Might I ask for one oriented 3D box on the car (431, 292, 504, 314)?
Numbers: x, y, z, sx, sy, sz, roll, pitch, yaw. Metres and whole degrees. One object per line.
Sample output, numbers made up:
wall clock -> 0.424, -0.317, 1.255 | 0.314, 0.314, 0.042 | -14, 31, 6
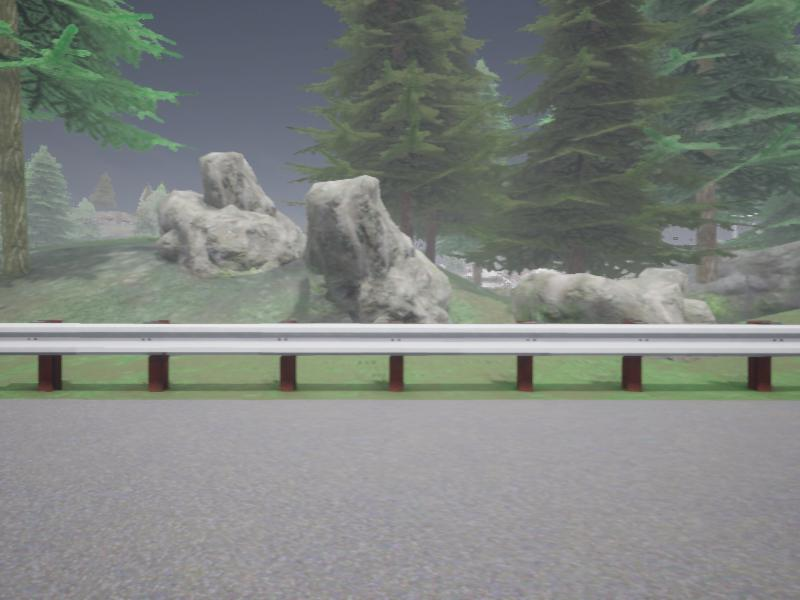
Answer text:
car -> 4.786, 0.228, 28.905 | 5.008, 1.535, 1.882 | 0, 0, 0

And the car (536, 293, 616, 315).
car -> 12.590, 0.272, 28.886 | 4.792, 1.488, 2.163 | 0, 0, 0
